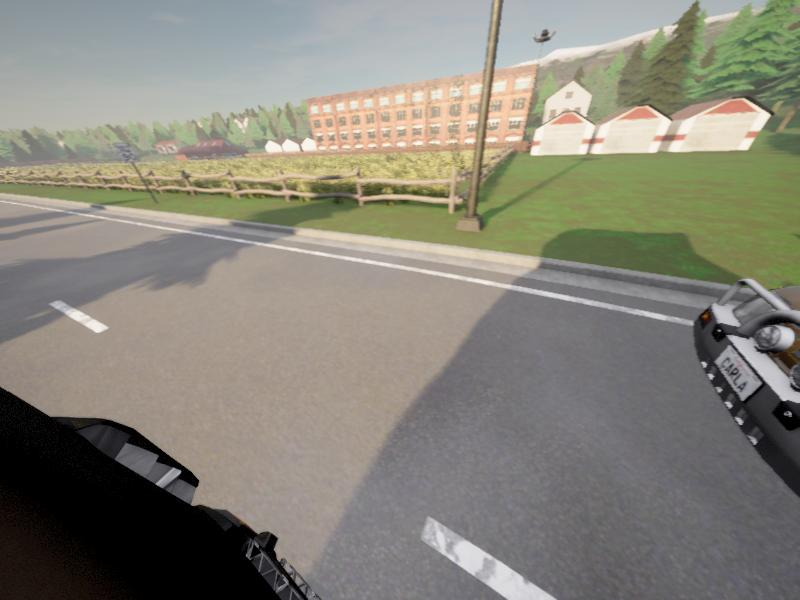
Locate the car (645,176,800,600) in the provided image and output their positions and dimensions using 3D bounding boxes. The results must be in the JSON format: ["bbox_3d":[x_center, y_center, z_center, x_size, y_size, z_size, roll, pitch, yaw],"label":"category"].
[{"bbox_3d":[4.336,0.917,0.501,4.605,1.855,1.932,16,37,26],"label":"car"}]
